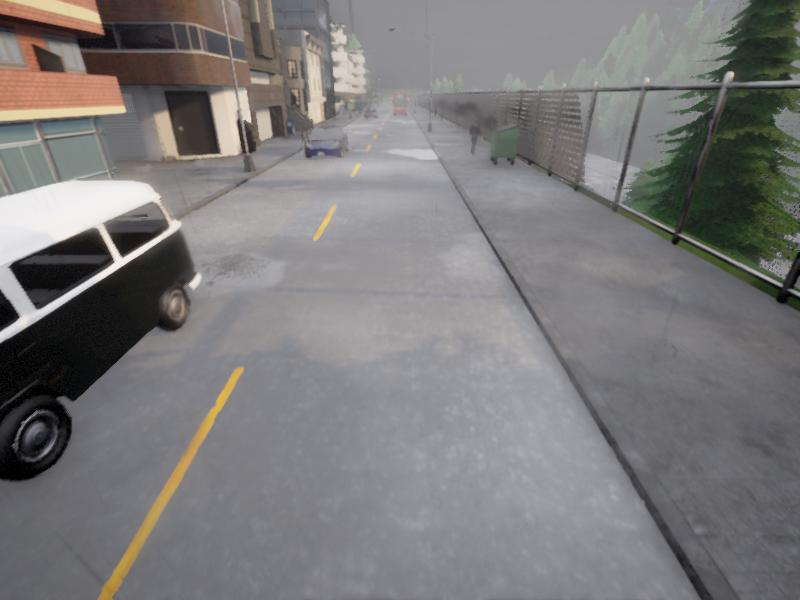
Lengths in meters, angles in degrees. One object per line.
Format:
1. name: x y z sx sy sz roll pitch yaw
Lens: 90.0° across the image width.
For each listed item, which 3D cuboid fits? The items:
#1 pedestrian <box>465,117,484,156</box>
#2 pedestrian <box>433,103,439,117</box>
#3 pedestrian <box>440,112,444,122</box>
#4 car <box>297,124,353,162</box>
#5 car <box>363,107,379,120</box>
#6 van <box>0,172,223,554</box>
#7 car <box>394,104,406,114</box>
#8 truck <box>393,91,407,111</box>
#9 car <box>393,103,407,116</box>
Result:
1. pedestrian: 3.961 -8.679 21.244 0.751 1.860 0.751 7 28 13
2. pedestrian: 5.172 -27.497 57.935 0.751 1.860 0.751 0 27 1
3. pedestrian: 5.101 -22.280 48.595 0.500 1.100 0.500 1 27 2
4. car: -3.998 -8.849 22.286 2.163 1.488 4.792 0 27 0
5. car: -3.991 -25.900 55.541 1.816 1.474 4.193 0 27 0
6. van: -4.002 0.084 4.254 2.069 2.038 4.480 0 27 0
7. car: 0.010 -36.998 77.322 2.152 1.651 5.027 0 27 0
8. truck: 0.017 -44.222 88.677 2.891 3.827 8.468 0 27 0
9. car: 0.009 -31.272 65.666 2.097 1.767 4.553 0 27 0
